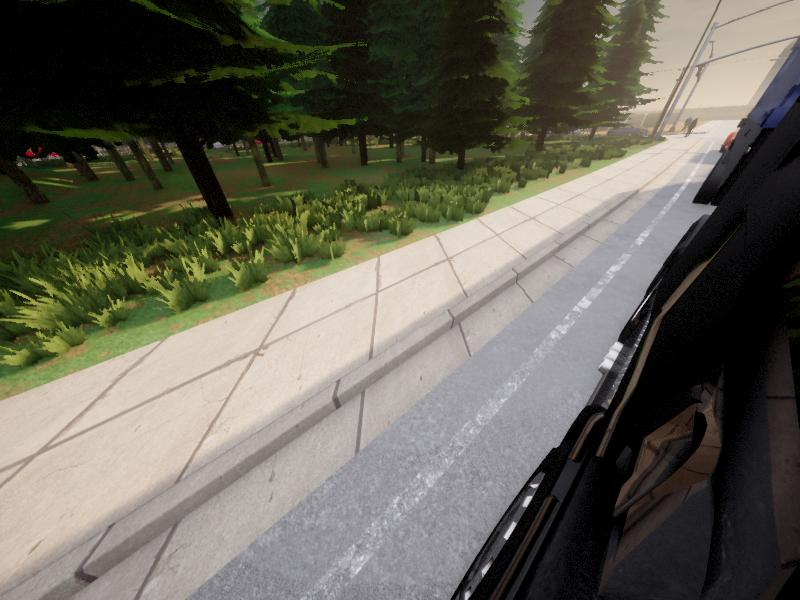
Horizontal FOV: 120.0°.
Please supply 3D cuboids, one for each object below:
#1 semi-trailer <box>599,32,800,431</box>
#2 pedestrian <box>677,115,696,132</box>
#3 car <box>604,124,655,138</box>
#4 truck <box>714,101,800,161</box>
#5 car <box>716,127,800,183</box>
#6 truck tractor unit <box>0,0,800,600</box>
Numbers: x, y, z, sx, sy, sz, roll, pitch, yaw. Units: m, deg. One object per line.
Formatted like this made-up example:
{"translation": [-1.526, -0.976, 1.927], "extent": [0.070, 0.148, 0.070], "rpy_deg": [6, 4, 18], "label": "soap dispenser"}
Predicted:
{"translation": [8.644, -3.642, 4.279], "extent": [14.254, 4.402, 2.717], "rpy_deg": [-29, 44, -30], "label": "semi-trailer"}
{"translation": [40.187, -24.766, 32.393], "extent": [0.751, 1.860, 0.751], "rpy_deg": [17, 41, 24], "label": "pedestrian"}
{"translation": [29.387, -21.737, 29.762], "extent": [1.994, 1.385, 4.181], "rpy_deg": [-29, 44, -30], "label": "car"}
{"translation": [21.376, -9.912, 13.487], "extent": [5.204, 2.467, 2.627], "rpy_deg": [-30, 44, -31], "label": "truck"}
{"translation": [15.882, -6.351, 9.893], "extent": [4.902, 1.511, 2.128], "rpy_deg": [-29, 44, -30], "label": "car"}
{"translation": [2.645, -0.295, 0.351], "extent": [6.516, 4.208, 3.053], "rpy_deg": [-28, 44, -30], "label": "truck tractor unit"}
